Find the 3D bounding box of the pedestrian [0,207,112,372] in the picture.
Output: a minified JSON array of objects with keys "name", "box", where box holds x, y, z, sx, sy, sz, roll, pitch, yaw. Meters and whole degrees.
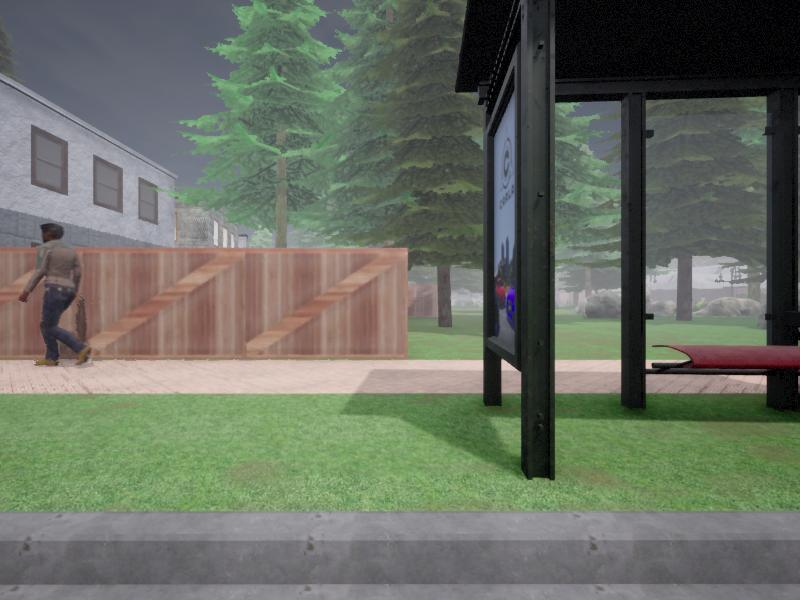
[{"name":"pedestrian","box":[-4.179,-0.115,4.898,0.751,1.860,0.751,0,0,1]}]
